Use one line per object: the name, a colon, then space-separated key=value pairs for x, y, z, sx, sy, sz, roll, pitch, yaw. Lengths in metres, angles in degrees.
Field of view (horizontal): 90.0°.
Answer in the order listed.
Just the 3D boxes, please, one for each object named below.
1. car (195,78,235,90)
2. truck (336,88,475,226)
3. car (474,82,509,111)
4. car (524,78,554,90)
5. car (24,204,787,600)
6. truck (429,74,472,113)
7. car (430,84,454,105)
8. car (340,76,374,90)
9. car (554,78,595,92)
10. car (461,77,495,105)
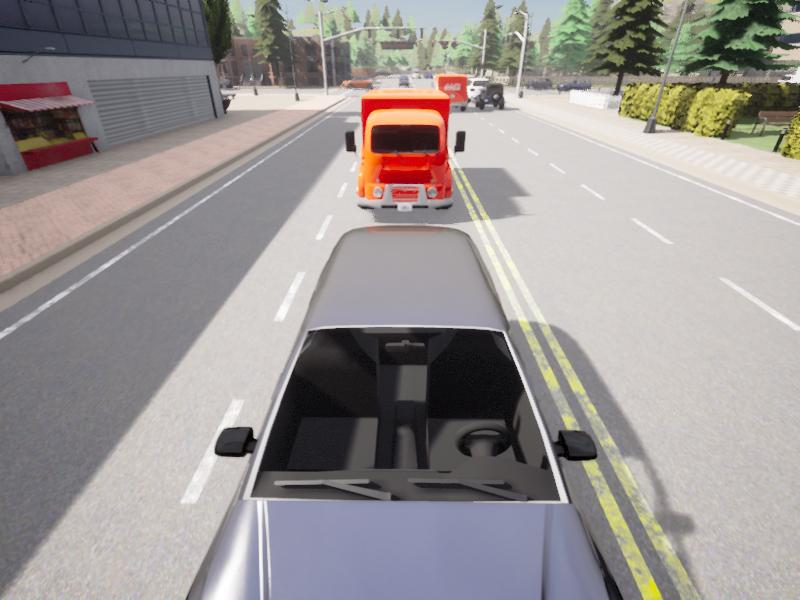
car: x=-27.304 y=-31.969 z=59.208 sx=4.792 sy=1.488 sz=2.163 roll=-3 pitch=30 yaw=-5
truck: x=0.127 y=-4.021 z=10.436 sx=2.627 sy=2.467 sz=5.204 roll=0 pitch=30 yaw=0
car: x=7.342 y=-16.555 z=32.458 sx=1.905 sy=1.878 sz=3.866 roll=0 pitch=30 yaw=1
car: x=20.366 y=-31.691 z=58.681 sx=3.633 sy=1.501 sz=1.845 roll=0 pitch=30 yaw=0
car: x=0.038 y=0.761 z=3.056 sx=2.242 sy=1.667 sz=4.611 roll=0 pitch=30 yaw=1
truck: x=3.837 y=-16.354 z=31.538 sx=2.627 sy=2.467 sz=5.204 roll=0 pitch=30 yaw=0
car: x=3.890 y=-19.234 z=37.396 sx=1.845 sy=1.501 sz=3.633 roll=0 pitch=30 yaw=0
car: x=-6.371 y=-32.529 z=59.876 sx=4.553 sy=1.767 sz=2.097 roll=-13 pitch=33 yaw=-22
car: x=24.204 y=-29.890 z=55.636 sx=4.611 sy=1.667 sz=2.242 roll=0 pitch=30 yaw=0
car: x=7.399 y=-20.194 z=38.530 sx=2.150 sy=2.045 sz=5.566 roll=0 pitch=30 yaw=0
